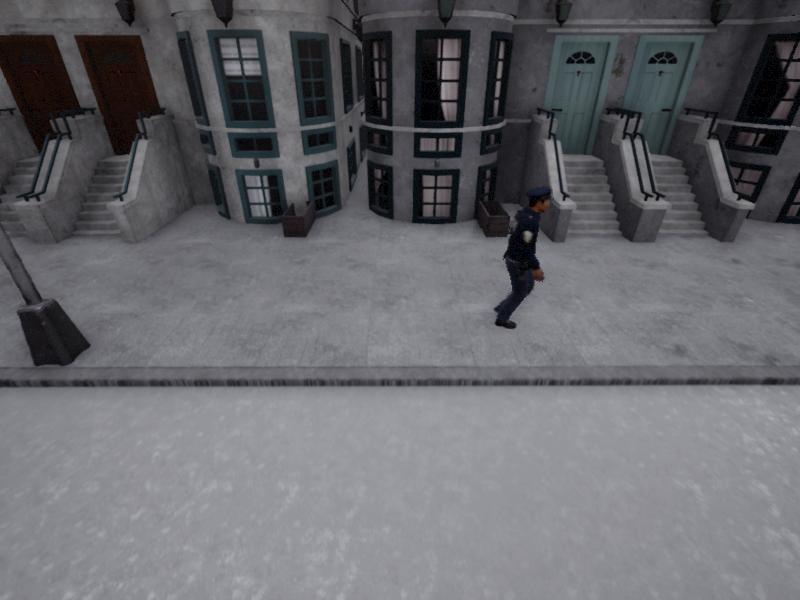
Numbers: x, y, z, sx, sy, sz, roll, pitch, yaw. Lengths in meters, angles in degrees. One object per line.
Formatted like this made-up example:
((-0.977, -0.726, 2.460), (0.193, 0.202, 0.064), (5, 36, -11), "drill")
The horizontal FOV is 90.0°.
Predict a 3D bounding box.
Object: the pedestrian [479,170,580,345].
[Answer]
((1.422, -0.475, 4.708), (0.751, 1.860, 0.751), (4, 31, 7), "pedestrian")
